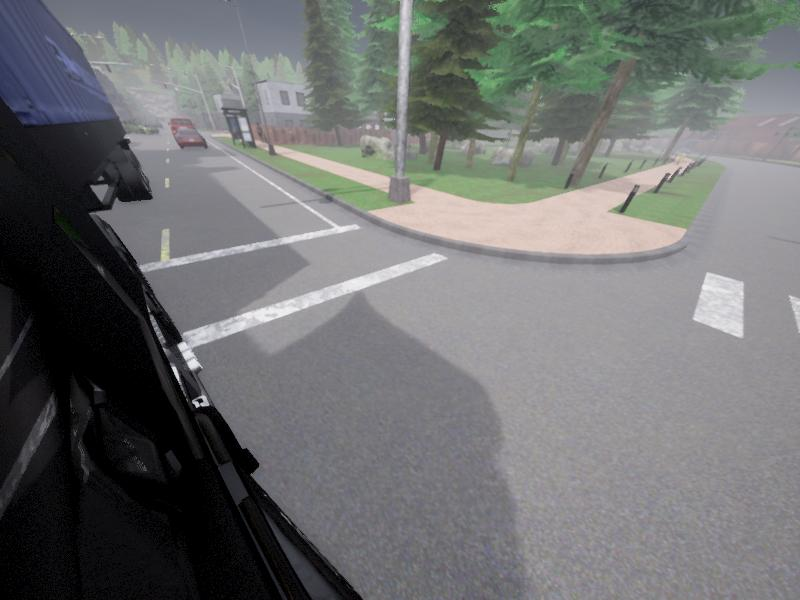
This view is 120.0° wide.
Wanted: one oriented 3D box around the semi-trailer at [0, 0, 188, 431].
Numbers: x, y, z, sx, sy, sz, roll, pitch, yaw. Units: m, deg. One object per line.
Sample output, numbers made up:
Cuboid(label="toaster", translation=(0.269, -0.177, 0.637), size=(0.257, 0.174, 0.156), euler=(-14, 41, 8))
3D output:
Cuboid(label="semi-trailer", translation=(-8.059, -3.985, 4.754), size=(2.717, 4.402, 14.254), euler=(-26, 46, -33))

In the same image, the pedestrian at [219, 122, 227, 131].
Cuboid(label="pedestrian", translation=(-34.642, -33.941, 45.221), size=(0.751, 1.300, 0.751), euler=(-28, 47, -35))

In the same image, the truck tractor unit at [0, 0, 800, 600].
Cuboid(label="truck tractor unit", translation=(-2.645, -0.295, 0.351), size=(6.516, 4.208, 3.053), euler=(28, 44, 30))

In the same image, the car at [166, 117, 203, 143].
Cuboid(label="car", translation=(-23.180, -18.301, 24.819), size=(2.150, 2.045, 5.566), euler=(-24, 44, -31))

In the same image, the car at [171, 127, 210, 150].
Cuboid(label="car", translation=(-18.272, -14.093, 20.100), size=(1.994, 1.385, 4.181), euler=(-24, 44, -31))

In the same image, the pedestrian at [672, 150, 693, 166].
Cuboid(label="pedestrian", translation=(28.547, -14.408, 23.389), size=(0.751, 1.300, 0.751), euler=(-25, 45, -32))

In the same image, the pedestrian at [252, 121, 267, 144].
Cuboid(label="pedestrian", translation=(-14.794, -17.646, 24.366), size=(0.751, 1.860, 0.751), euler=(-24, 44, -31))

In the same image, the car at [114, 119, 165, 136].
Cuboid(label="car", translation=(-34.269, -22.737, 30.433), size=(4.514, 1.525, 2.007), euler=(11, 37, 11))
